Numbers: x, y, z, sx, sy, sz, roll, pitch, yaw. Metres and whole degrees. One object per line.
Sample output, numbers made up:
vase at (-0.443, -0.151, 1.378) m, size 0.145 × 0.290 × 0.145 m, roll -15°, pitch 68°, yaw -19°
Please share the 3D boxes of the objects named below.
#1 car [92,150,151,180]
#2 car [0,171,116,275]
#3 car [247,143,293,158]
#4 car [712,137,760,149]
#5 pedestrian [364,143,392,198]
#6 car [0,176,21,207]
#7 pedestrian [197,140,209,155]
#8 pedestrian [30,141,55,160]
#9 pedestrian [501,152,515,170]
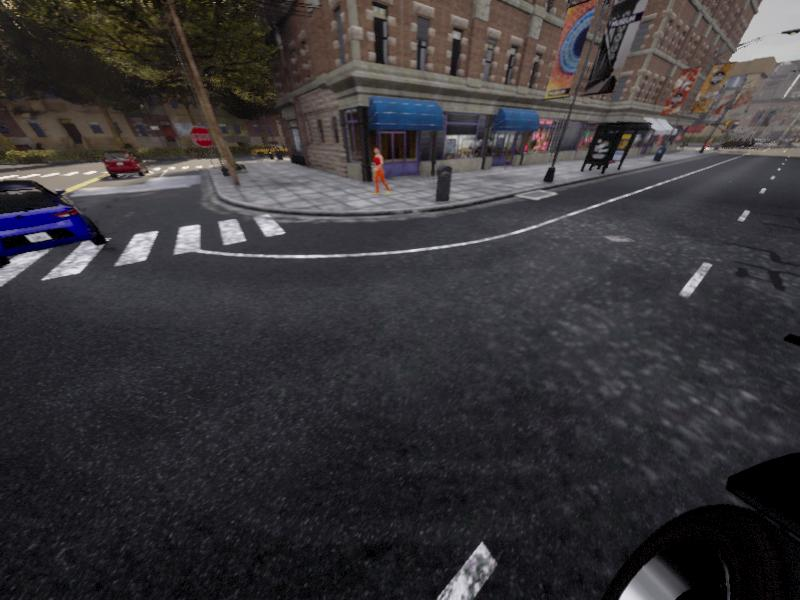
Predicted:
car at (-19.941, -9.909, 16.771) m, size 1.789 × 1.549 × 3.705 m, roll -23°, pitch 41°, yaw -29°
car at (-9.428, -2.178, 5.795) m, size 4.193 × 1.474 × 1.816 m, roll 22°, pitch 41°, yaw 28°
car at (-18.655, -21.587, 33.269) m, size 5.366 × 1.575 × 1.801 m, roll -22°, pitch 41°, yaw -28°
car at (64.501, -30.207, 44.443) m, size 1.932 × 1.855 × 4.605 m, roll -16°, pitch 38°, yaw -22°
pedestrian at (-0.875, -5.357, 9.578) m, size 0.751 × 1.860 × 0.751 m, roll -28°, pitch 44°, yaw -33°
car at (-16.967, -4.052, 8.472) m, size 1.845 × 1.501 × 3.633 m, roll -23°, pitch 41°, yaw -29°
pedestrian at (-30.272, -23.440, 35.453) m, size 0.751 × 1.860 × 0.751 m, roll -23°, pitch 41°, yaw -28°
pedestrian at (-43.913, -18.374, 28.406) m, size 0.751 × 1.860 × 0.751 m, roll -23°, pitch 41°, yaw -28°
pedestrian at (8.016, -10.294, 17.144) m, size 0.500 × 1.100 × 0.500 m, roll -20°, pitch 40°, yaw -26°
